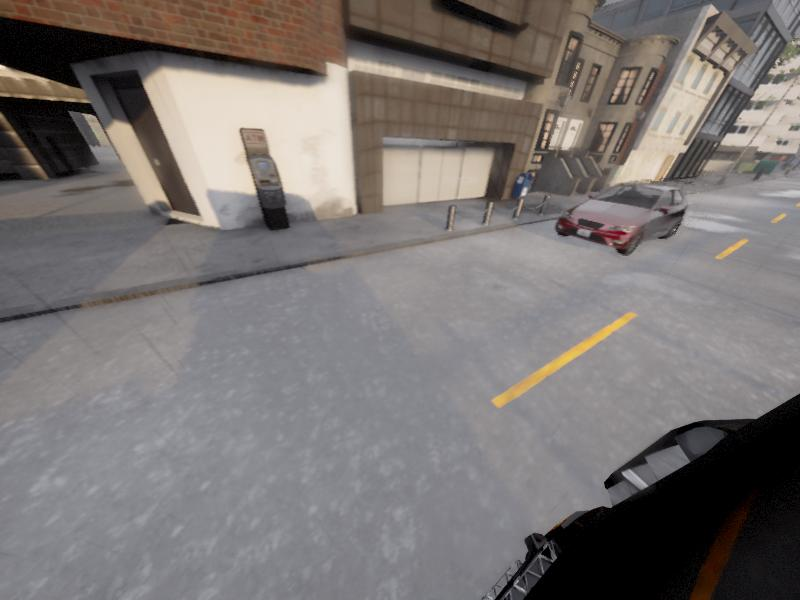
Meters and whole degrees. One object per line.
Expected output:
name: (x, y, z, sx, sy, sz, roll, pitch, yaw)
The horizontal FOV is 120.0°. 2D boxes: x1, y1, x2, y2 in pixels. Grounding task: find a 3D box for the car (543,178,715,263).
car: (6.435, -2.471, 6.543, 4.193, 1.474, 1.816, -17, 38, -26)
